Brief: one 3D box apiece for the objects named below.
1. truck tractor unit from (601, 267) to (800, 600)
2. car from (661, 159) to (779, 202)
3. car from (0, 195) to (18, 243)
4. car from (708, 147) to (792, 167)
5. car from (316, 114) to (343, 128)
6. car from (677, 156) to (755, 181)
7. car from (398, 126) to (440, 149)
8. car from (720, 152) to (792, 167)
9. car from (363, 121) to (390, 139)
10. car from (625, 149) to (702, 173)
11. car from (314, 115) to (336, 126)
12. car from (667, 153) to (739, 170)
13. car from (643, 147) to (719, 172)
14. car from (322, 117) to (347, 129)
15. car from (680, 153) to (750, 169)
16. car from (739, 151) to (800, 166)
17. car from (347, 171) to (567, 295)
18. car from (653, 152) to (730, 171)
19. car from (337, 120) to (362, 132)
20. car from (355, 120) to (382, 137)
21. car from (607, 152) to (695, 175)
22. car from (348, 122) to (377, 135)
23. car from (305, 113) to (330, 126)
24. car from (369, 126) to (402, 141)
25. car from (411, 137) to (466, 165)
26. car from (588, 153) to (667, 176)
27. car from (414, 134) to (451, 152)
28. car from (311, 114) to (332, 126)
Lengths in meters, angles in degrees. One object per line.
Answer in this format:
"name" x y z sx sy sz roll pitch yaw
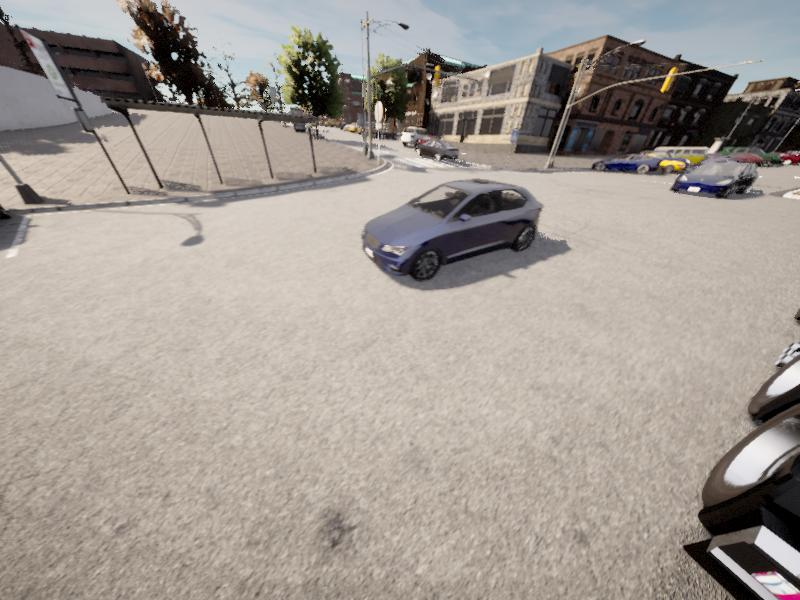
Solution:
"truck tractor unit" 5.115 -0.298 0.754 6.516 4.208 3.053 -18 40 -24
"car" 16.380 -6.266 11.883 4.792 1.488 2.163 -15 38 -23
"car" -12.843 -2.567 6.019 4.553 1.767 2.185 25 41 32
"car" 45.259 -18.757 30.225 2.435 2.045 5.566 -27 42 -35
"car" -16.210 -41.289 53.236 2.435 2.045 5.566 29 43 26
"car" 25.064 -10.498 18.325 5.357 1.411 2.033 -15 37 -21
"car" 2.475 -20.911 29.794 2.435 2.045 5.566 30 43 27
"car" 48.014 -19.202 31.376 2.097 1.535 5.008 -27 42 -35
"car" -3.795 -27.635 37.554 1.878 1.987 4.442 30 43 27
"car" 25.957 -13.918 23.002 4.553 1.767 2.185 28 42 35
"car" -17.829 -42.894 55.268 2.185 1.767 4.553 29 42 27
"car" 34.185 -15.858 26.290 2.002 1.452 4.674 -29 43 -36
"car" 28.791 -14.652 23.948 4.442 1.987 1.878 29 43 36
"car" -14.525 -39.491 51.583 1.946 1.575 5.366 29 43 27
"car" 36.937 -16.542 27.343 2.002 1.452 4.674 -28 43 -36
"car" 53.597 -20.451 33.309 2.097 1.535 5.008 -27 42 -34
"car" 1.238 -1.757 5.101 4.193 1.474 1.816 -18 40 -23
"car" 31.439 -15.209 25.218 4.892 1.521 2.231 29 43 36
"car" -9.959 -34.292 45.639 2.002 1.452 4.674 30 43 27
"car" -5.347 -29.341 39.518 1.878 1.987 4.442 30 43 27
"car" 23.392 -13.015 21.843 5.366 1.575 1.946 28 42 35
"car" -6.729 -31.000 41.815 1.946 1.575 5.366 30 43 27
"car" -20.984 -46.209 59.114 2.435 2.045 5.566 25 39 30
"car" -2.208 -25.804 35.806 2.231 1.521 4.892 30 43 27
"car" 3.312 -13.577 20.960 2.128 1.511 4.902 -18 44 -28
"car" 20.505 -12.432 21.009 4.792 1.488 2.163 28 43 35
"car" 3.985 -18.969 27.996 2.002 1.452 4.674 30 43 27
"car" -19.382 -44.568 57.252 2.185 1.767 4.553 27 41 27
